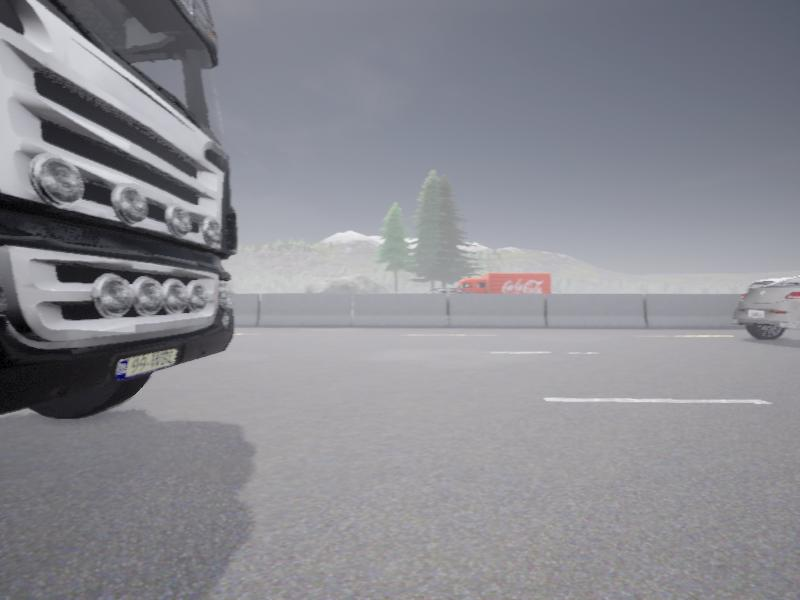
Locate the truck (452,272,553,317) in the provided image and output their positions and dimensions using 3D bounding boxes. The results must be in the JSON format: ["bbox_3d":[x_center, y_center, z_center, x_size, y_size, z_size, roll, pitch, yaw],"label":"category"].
[{"bbox_3d":[5.725,-0.295,23.049,5.204,2.467,2.627,0,0,2],"label":"truck"}]

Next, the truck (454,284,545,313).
[{"bbox_3d":[7.323,-0.124,29.992,6.274,2.098,2.390,0,0,2],"label":"truck"}]

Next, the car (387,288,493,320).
[{"bbox_3d":[1.896,0.187,19.667,4.902,1.511,2.128,0,0,2],"label":"car"}]

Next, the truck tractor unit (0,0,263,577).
[{"bbox_3d":[-4.616,-1.140,2.381,6.516,4.208,3.053,0,0,2],"label":"truck tractor unit"}]

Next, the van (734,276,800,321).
[{"bbox_3d":[19.095,-0.055,19.098,4.480,2.038,2.069,0,0,2],"label":"van"}]

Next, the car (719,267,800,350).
[{"bbox_3d":[10.478,0.168,8.879,5.027,1.651,2.152,0,0,2],"label":"car"}]
